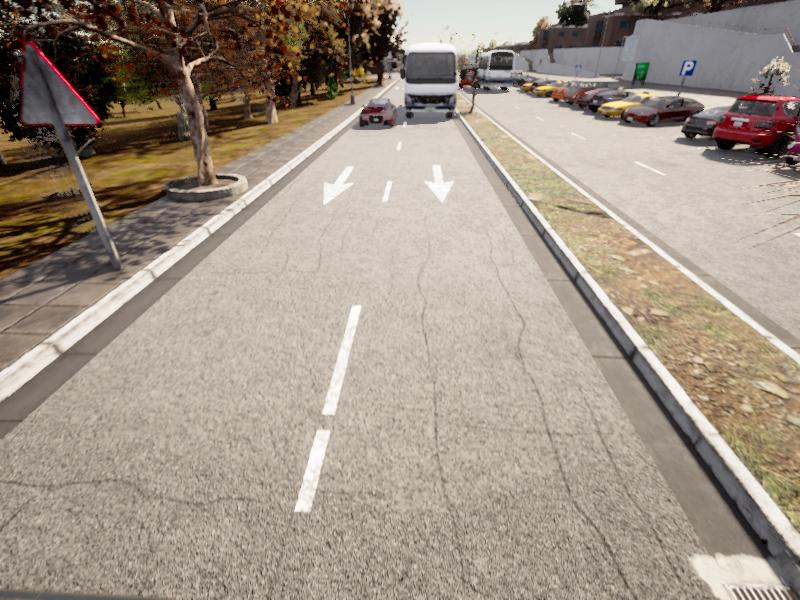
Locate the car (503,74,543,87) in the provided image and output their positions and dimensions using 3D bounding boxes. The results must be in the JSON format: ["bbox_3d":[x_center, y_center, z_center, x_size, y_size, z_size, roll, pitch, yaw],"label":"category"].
[{"bbox_3d":[17.458,-31.191,56.900,4.892,1.521,2.231,-9,33,-15],"label":"car"}]

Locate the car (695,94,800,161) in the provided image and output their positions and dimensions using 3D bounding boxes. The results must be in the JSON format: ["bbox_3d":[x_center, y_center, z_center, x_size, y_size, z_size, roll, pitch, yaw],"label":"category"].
[{"bbox_3d":[15.321,-6.936,15.859,5.566,2.045,2.435,-8,31,-15],"label":"car"}]

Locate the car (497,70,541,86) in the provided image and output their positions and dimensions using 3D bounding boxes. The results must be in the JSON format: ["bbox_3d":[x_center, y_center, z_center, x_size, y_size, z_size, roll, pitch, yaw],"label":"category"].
[{"bbox_3d":[17.613,-32.949,59.341,5.566,2.045,2.435,-9,32,-15],"label":"car"}]

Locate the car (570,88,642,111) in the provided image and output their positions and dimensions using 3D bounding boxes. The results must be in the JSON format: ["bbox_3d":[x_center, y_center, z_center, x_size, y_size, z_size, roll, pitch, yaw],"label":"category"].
[{"bbox_3d":[16.095,-15.789,31.396,4.674,1.452,2.002,-9,32,-15],"label":"car"}]

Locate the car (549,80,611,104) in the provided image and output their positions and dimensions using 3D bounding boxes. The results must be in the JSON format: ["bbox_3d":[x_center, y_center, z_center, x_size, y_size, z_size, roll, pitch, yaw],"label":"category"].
[{"bbox_3d":[16.342,-18.994,36.417,4.553,1.767,2.185,-9,32,-15],"label":"car"}]

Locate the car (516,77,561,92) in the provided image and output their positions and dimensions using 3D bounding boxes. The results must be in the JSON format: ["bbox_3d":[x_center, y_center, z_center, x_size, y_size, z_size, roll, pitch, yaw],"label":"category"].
[{"bbox_3d":[17.040,-26.558,49.265,4.674,1.452,2.002,-9,32,-15],"label":"car"}]

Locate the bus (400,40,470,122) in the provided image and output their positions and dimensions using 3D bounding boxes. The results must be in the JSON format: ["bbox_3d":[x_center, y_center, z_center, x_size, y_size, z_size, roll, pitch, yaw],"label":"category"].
[{"bbox_3d":[2.199,-15.453,28.099,3.944,4.253,10.273,1,31,2],"label":"bus"}]

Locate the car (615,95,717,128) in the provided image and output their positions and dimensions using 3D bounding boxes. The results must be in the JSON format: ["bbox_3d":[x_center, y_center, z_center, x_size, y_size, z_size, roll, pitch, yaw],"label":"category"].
[{"bbox_3d":[15.668,-11.219,23.690,4.792,1.488,2.163,-8,32,-15],"label":"car"}]

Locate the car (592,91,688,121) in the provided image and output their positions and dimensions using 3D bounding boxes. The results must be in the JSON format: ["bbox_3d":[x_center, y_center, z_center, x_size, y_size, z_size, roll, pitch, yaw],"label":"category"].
[{"bbox_3d":[15.656,-12.743,26.194,5.366,1.575,1.946,-8,32,-15],"label":"car"}]

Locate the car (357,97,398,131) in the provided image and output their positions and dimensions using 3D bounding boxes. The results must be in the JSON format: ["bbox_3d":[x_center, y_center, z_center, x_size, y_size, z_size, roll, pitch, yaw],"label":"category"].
[{"bbox_3d":[-1.212,-10.917,23.285,1.994,1.385,4.181,1,31,2],"label":"car"}]

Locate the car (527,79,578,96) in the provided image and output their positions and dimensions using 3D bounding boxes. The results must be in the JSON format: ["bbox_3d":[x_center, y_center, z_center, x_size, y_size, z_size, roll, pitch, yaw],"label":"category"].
[{"bbox_3d":[16.802,-23.492,44.168,4.792,1.488,2.163,-9,32,-15],"label":"car"}]

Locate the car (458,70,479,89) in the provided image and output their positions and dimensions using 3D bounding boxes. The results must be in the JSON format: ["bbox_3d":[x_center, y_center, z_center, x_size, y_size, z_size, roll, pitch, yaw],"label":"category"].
[{"bbox_3d":[9.252,-30.169,54.691,2.150,2.045,5.566,1,31,2],"label":"car"}]

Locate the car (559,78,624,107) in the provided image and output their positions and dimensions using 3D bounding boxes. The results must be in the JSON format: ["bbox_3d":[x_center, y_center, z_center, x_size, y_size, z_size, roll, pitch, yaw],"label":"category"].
[{"bbox_3d":[16.128,-17.523,33.777,4.442,1.987,1.878,-9,33,-15],"label":"car"}]

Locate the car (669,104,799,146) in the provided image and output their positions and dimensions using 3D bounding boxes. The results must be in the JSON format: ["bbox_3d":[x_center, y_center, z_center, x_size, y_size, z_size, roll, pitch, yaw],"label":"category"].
[{"bbox_3d":[15.422,-8.189,18.567,4.674,1.452,2.002,-8,31,-15],"label":"car"}]

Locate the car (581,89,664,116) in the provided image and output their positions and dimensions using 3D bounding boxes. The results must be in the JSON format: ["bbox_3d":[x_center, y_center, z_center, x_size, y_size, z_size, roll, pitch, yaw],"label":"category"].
[{"bbox_3d":[15.993,-14.273,28.841,4.792,1.488,2.163,-9,32,-15],"label":"car"}]

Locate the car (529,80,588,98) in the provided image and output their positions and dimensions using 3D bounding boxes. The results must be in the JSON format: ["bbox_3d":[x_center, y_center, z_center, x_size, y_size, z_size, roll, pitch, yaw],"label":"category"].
[{"bbox_3d":[16.463,-21.944,41.540,5.366,1.575,1.946,-9,33,-15],"label":"car"}]

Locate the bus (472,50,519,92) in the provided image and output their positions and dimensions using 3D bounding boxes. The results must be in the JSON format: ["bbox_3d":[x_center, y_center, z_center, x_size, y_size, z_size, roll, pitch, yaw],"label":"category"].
[{"bbox_3d":[12.009,-29.610,51.614,3.944,4.253,10.273,1,31,2],"label":"bus"}]

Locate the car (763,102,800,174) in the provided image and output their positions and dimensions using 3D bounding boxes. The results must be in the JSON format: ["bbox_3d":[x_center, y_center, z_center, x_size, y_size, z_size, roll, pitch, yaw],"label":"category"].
[{"bbox_3d":[15.049,-5.383,13.252,4.442,1.987,1.878,-8,32,-15],"label":"car"}]

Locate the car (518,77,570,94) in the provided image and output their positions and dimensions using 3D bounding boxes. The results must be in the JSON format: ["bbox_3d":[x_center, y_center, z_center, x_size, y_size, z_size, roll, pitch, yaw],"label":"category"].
[{"bbox_3d":[16.734,-25.028,46.640,5.366,1.575,1.946,-9,33,-15],"label":"car"}]
